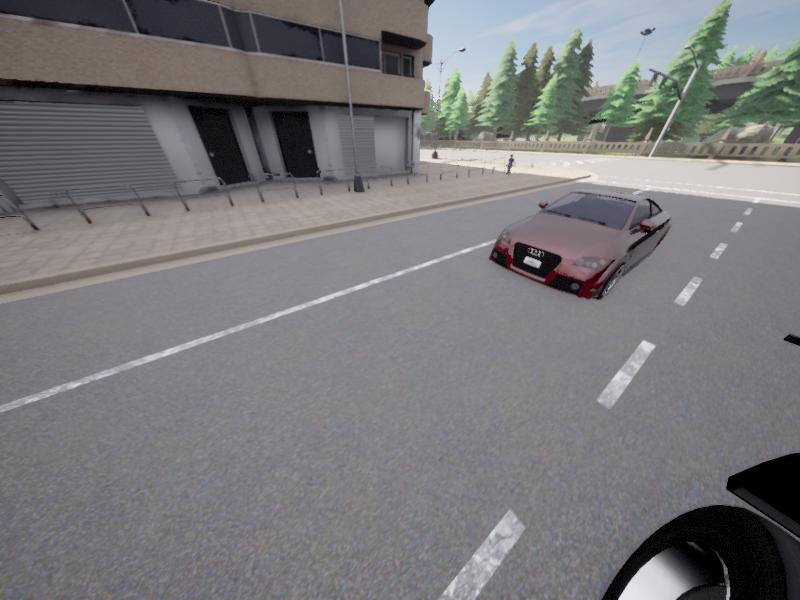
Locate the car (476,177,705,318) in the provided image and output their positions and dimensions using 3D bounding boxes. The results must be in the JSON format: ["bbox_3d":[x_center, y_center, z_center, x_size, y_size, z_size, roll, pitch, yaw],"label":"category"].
[{"bbox_3d":[3.882,-1.464,4.761,4.181,1.385,1.994,-22,41,-28],"label":"car"}]

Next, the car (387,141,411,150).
[{"bbox_3d":[-0.286,-33.448,49.940,4.892,1.490,1.837,22,41,28],"label":"car"}]

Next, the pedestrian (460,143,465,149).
[{"bbox_3d":[12.232,-30.035,45.037,0.500,1.100,0.500,-21,40,-27],"label":"pedestrian"}]

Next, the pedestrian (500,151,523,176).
[{"bbox_3d":[7.076,-8.687,14.739,0.751,1.300,0.751,-22,40,-27],"label":"pedestrian"}]
